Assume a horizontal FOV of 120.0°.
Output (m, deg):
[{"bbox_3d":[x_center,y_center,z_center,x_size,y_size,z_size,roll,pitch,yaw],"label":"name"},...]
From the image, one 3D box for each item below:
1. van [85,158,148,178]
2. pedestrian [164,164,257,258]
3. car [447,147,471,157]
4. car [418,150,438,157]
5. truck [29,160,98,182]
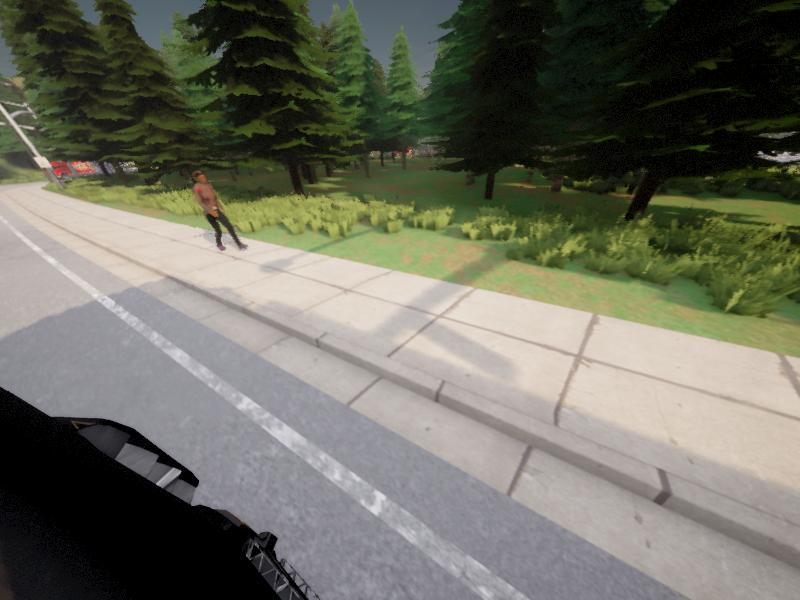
[{"bbox_3d":[-49.047,-23.136,40.333,2.351,2.431,6.366,4,34,10],"label":"van"},{"bbox_3d":[-4.246,-2.029,5.350,0.751,1.860,0.751,10,35,18],"label":"pedestrian"},{"bbox_3d":[13.683,-34.577,53.951,4.856,1.649,2.033,17,38,27],"label":"car"},{"bbox_3d":[7.004,-36.544,57.570,4.674,1.442,1.812,17,38,27],"label":"car"},{"bbox_3d":[-53.040,-20.600,36.733,2.627,2.467,5.204,-1,33,2],"label":"truck"}]
